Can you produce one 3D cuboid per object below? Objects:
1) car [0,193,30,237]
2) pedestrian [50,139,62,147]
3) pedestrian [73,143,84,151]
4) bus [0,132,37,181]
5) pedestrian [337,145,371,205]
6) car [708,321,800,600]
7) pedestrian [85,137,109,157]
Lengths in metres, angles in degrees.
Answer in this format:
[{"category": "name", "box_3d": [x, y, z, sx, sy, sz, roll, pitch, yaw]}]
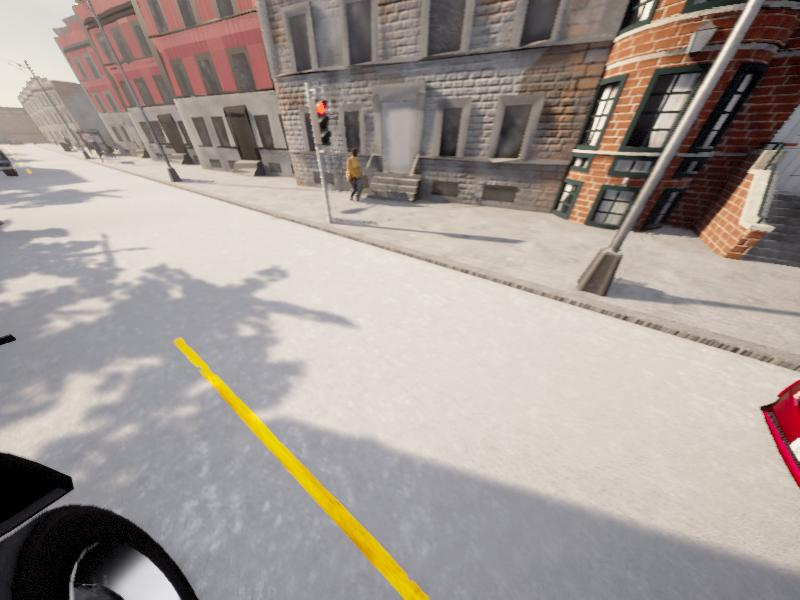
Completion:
[{"category": "car", "box_3d": [-12.725, -1.778, 4.834, 4.611, 1.667, 2.242, -14, 37, -19]}, {"category": "pedestrian", "box_3d": [-71.657, -32.705, 48.071, 0.751, 1.300, 0.751, 16, 38, 20]}, {"category": "pedestrian", "box_3d": [-48.842, -23.243, 35.097, 0.500, 1.100, 0.500, 20, 40, 25]}, {"category": "bus", "box_3d": [-28.012, -10.146, 14.275, 10.273, 4.253, 3.944, 22, 41, 28]}, {"category": "pedestrian", "box_3d": [-1.679, -4.659, 8.643, 0.751, 1.860, 0.751, 24, 41, 29]}, {"category": "car", "box_3d": [4.639, 1.602, 0.361, 4.514, 1.525, 2.007, 22, 41, 28]}, {"category": "pedestrian", "box_3d": [-34.777, -17.550, 26.532, 0.751, 1.860, 0.751, 19, 39, 24]}]
